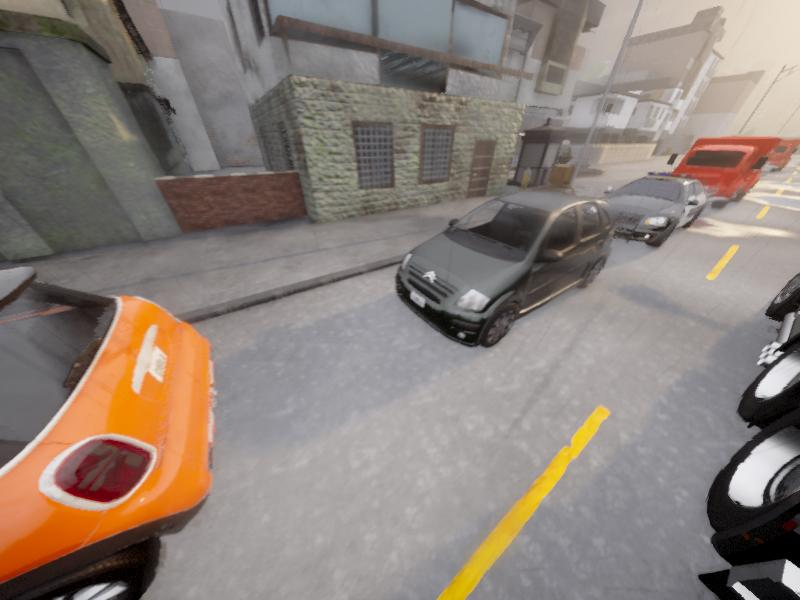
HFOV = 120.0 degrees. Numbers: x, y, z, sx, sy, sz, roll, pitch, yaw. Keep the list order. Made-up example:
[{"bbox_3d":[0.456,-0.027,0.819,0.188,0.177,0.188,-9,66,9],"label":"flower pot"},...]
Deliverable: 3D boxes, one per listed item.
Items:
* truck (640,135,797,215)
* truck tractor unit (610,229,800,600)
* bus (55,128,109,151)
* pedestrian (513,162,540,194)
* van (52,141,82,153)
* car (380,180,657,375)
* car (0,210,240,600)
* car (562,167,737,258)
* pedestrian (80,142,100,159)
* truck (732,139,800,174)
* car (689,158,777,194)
[{"bbox_3d":[13.931,-5.722,10.198,5.204,2.467,2.627,-21,40,-27],"label":"truck"},{"bbox_3d":[5.045,-0.363,0.867,6.516,4.208,3.053,-21,40,-27],"label":"truck tractor unit"},{"bbox_3d":[-75.920,-38.513,55.606,3.944,4.253,10.273,-21,40,-27],"label":"bus"},{"bbox_3d":[6.295,-6.093,11.505,0.751,1.300,0.751,21,40,27],"label":"pedestrian"},{"bbox_3d":[-69.753,-32.170,48.461,1.775,1.987,4.442,-21,40,-27],"label":"van"},{"bbox_3d":[1.896,-0.835,3.835,3.988,1.617,1.851,-21,40,-27],"label":"car"},{"bbox_3d":[-3.577,1.152,0.770,4.553,1.767,2.097,-21,40,-27],"label":"car"},{"bbox_3d":[7.513,-2.918,6.943,4.974,1.542,2.038,-21,40,-27],"label":"car"},{"bbox_3d":[-41.749,-20.165,31.150,0.751,1.860,0.751,-23,41,-30],"label":"pedestrian"},{"bbox_3d":[33.858,-13.225,21.149,5.204,2.467,2.627,-21,40,-27],"label":"truck"},{"bbox_3d":[19.947,-7.543,13.813,5.357,1.411,2.033,-21,40,-27],"label":"car"}]
